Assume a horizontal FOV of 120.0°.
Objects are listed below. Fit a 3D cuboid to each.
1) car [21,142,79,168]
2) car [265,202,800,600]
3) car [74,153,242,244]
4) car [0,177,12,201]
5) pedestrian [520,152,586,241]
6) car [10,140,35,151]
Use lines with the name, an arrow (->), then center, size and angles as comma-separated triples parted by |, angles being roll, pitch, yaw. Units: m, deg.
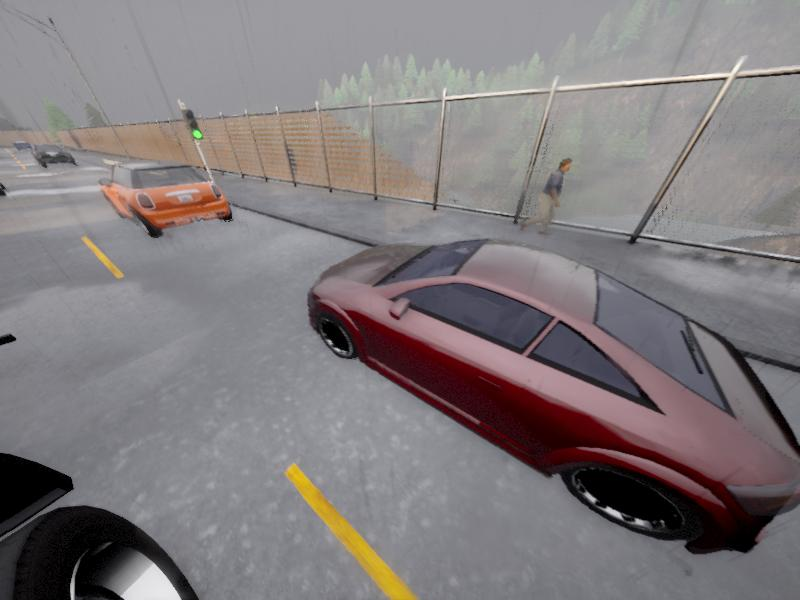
car -> -32.118, -13.410, 21.229 | 4.553, 1.767, 2.097 | 22, 41, 28
car -> 0.829, 0.114, 2.580 | 4.181, 1.385, 1.994 | 22, 41, 28
car -> -7.455, -3.409, 7.167 | 4.553, 1.767, 2.097 | 22, 41, 28
car -> -19.517, -5.441, 10.113 | 5.238, 1.638, 1.930 | 22, 41, 28
pedestrian -> 3.724, -2.546, 5.727 | 0.751, 1.860, 0.751 | 21, 40, 27
car -> -71.867, -29.431, 43.982 | 5.008, 1.535, 1.882 | 22, 41, 28
